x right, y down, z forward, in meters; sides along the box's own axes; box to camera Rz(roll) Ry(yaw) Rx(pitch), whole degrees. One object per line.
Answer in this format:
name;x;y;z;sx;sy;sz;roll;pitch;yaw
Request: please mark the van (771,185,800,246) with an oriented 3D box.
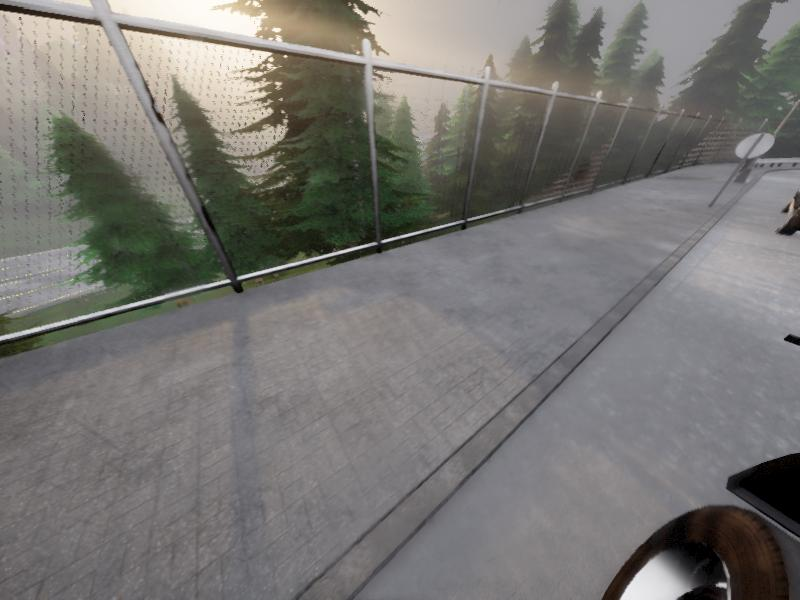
van;12.728;-3.136;6.064;5.915;2.561;1.988;-22;41;-28
